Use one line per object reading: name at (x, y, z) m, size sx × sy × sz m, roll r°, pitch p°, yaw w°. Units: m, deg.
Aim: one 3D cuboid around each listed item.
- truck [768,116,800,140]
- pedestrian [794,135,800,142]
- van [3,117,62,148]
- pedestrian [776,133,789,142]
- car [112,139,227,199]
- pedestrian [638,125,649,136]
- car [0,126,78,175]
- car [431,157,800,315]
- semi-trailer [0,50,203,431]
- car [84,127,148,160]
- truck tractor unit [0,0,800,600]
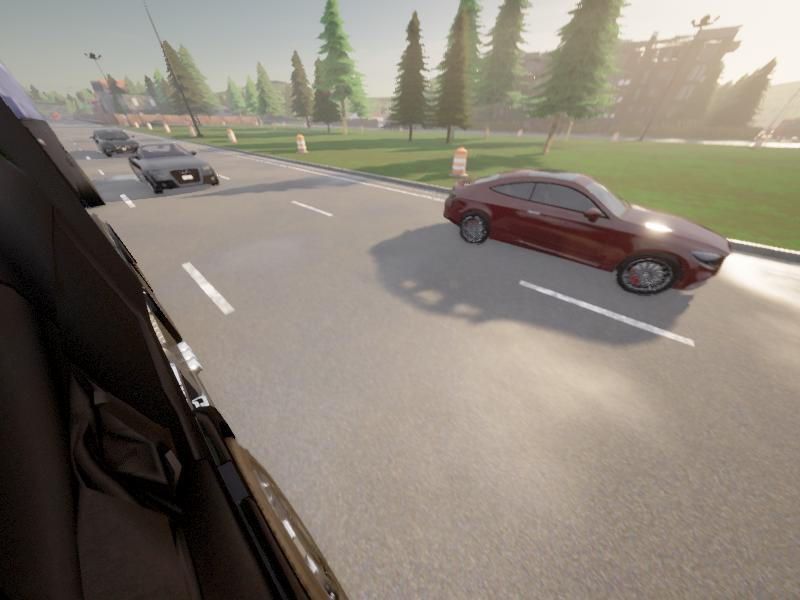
truck at (83.058, -36.244, 48.637) m, size 2.891 × 3.827 × 8.468 m, roll 28°, pitch 45°, yaw 30°
pedestrian at (65.741, -26.804, 37.452) m, size 0.751 × 1.860 × 0.751 m, roll 23°, pitch 43°, yaw 26°
van at (-31.277, -14.423, 19.816) m, size 4.442 × 1.987 × 1.775 m, roll 28°, pitch 45°, yaw 30°
pedestrian at (61.130, -25.946, 36.899) m, size 0.500 × 1.100 × 0.500 m, roll -29°, pitch 47°, yaw -33°
car at (-8.887, -5.198, 8.903) m, size 4.181 × 1.385 × 1.994 m, roll 28°, pitch 45°, yaw 30°
pedestrian at (50.544, -35.169, 47.929) m, size 0.751 × 1.860 × 0.751 m, roll -22°, pitch 43°, yaw -27°
car at (-18.995, -7.812, 11.855) m, size 5.027 × 1.651 × 2.152 m, roll 28°, pitch 45°, yaw 30°
car at (3.133, -1.713, 4.599) m, size 4.674 × 1.442 × 1.812 m, roll 28°, pitch 45°, yaw 30°
semi-trailer at (-8.733, -3.534, 4.260) m, size 14.254 × 4.402 × 2.717 m, roll 28°, pitch 45°, yaw 30°
car at (-19.483, -10.827, 15.826) m, size 4.892 × 1.490 × 1.837 m, roll 28°, pitch 45°, yaw 30°
truck tractor unit at (-2.645, -0.295, 0.351) m, size 6.516 × 4.208 × 3.053 m, roll 28°, pitch 43°, yaw 30°
